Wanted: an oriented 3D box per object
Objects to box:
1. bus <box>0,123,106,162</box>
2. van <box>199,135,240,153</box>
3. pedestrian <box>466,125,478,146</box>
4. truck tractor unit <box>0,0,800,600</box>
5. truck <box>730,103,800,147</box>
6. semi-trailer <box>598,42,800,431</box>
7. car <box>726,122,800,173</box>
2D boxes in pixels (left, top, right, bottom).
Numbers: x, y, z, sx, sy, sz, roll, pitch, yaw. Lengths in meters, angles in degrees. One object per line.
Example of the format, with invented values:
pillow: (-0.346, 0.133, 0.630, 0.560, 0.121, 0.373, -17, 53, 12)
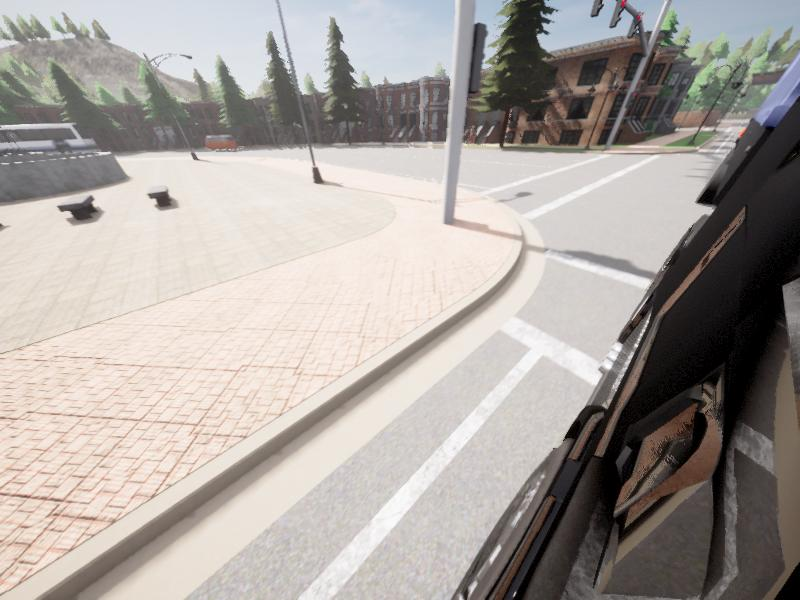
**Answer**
bus: (-54.195, -24.020, 35.116, 10.273, 4.253, 3.944, -18, 40, -19)
van: (-27.263, -23.648, 34.976, 4.442, 1.987, 1.775, 5, 37, 9)
pedestrian: (7.990, -18.267, 25.626, 0.751, 1.860, 0.751, -29, 45, -31)
truck tractor unit: (2.645, -0.295, 0.351, 6.516, 4.208, 3.053, -28, 44, -30)
truck: (29.303, -13.817, 18.294, 5.204, 2.467, 2.627, -27, 43, -31)
semi-trailer: (8.689, -3.604, 4.248, 14.254, 4.402, 2.717, -28, 44, -30)
car: (18.323, -7.618, 11.346, 5.238, 1.638, 1.930, -28, 44, -30)
